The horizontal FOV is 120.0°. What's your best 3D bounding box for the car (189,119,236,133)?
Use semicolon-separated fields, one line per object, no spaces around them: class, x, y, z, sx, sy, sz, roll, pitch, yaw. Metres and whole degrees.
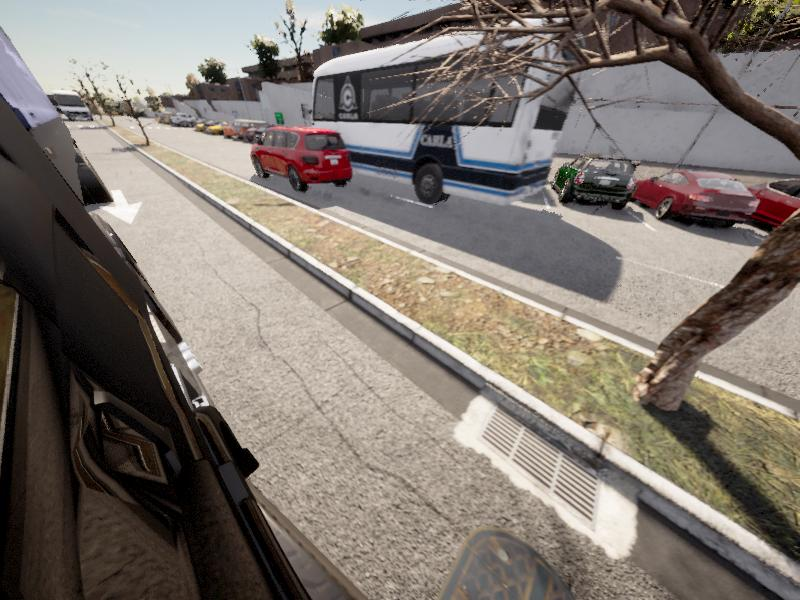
car;-29.150;-27.247;36.216;1.946;1.575;5.366;17;39;16

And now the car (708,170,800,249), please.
car;12.432;-2.543;6.696;2.163;1.488;4.792;16;38;16

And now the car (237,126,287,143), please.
car;-15.987;-19.388;27.099;2.002;1.452;4.674;16;38;16

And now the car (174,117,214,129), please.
car;-37.800;-32.615;42.552;2.231;1.521;4.892;17;38;16

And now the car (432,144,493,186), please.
car;3.683;-7.742;12.990;2.231;1.521;4.892;16;38;17

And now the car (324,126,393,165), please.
car;-2.848;-11.831;17.580;2.435;2.045;5.566;16;38;17

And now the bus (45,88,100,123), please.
bus;-60.086;-35.731;42.638;10.273;4.253;3.944;31;45;31

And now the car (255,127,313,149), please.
car;-11.676;-16.705;23.821;1.946;1.575;5.366;17;38;16

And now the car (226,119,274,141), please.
car;-18.188;-20.848;28.404;1.878;1.987;4.442;17;39;16

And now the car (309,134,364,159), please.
car;-5.058;-12.872;19.295;2.002;1.452;4.674;16;38;17

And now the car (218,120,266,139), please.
car;-20.356;-22.138;30.082;2.185;1.767;4.553;17;38;16

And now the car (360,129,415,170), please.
car;-0.712;-10.440;15.911;1.878;1.987;4.442;16;38;16

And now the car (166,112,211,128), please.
car;-39.971;-34.146;43.972;2.435;2.045;5.566;16;38;16

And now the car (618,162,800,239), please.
car;10.235;-3.847;8.305;2.002;1.452;4.674;16;38;17

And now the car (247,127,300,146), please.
car;-13.790;-18.102;25.565;2.163;1.488;4.792;16;38;16

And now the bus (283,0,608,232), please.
bus;0.356;-6.588;8.939;10.273;4.253;3.944;30;45;32

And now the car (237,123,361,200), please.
car;-4.324;-6.076;9.788;5.566;2.045;2.150;31;45;32

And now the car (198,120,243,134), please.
car;-26.892;-26.013;34.855;2.163;1.488;4.792;17;38;16

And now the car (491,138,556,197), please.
car;5.925;-6.701;11.379;1.878;1.987;4.442;16;38;17

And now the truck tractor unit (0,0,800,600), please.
truck tractor unit;-2.645;-0.295;0.351;6.516;4.208;3.053;28;44;30

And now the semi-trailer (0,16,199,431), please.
semi-trailer;-8.574;-3.696;4.332;14.254;4.402;2.717;30;44;31

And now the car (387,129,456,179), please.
car;1.509;-9.219;14.392;2.435;2.045;5.566;16;38;16

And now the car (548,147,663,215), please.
car;8.049;-5.254;9.756;2.185;1.767;4.553;16;38;17

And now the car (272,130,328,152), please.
car;-9.436;-15.460;22.398;2.163;1.488;4.792;17;38;16

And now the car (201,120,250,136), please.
car;-24.785;-24.599;33.129;1.946;1.575;5.366;17;39;16

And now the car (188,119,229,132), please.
car;-31.269;-28.631;37.926;2.002;1.452;4.674;17;38;16
